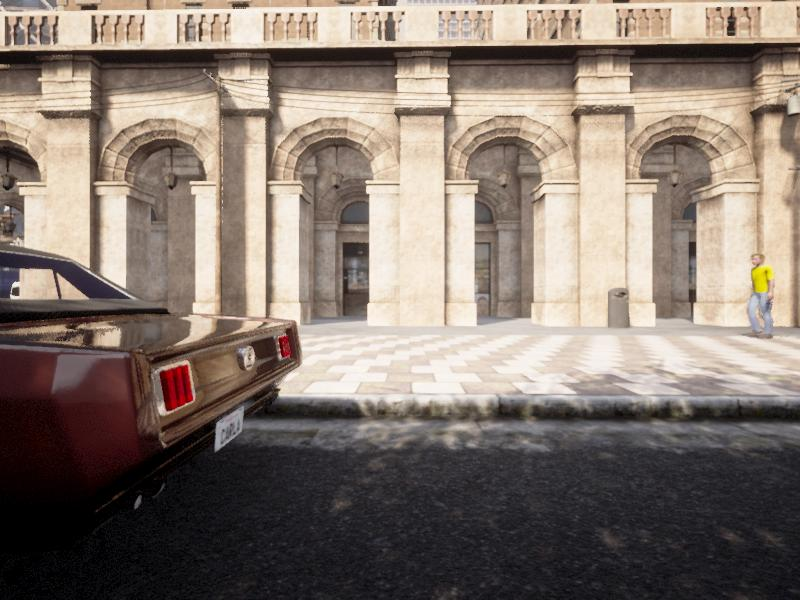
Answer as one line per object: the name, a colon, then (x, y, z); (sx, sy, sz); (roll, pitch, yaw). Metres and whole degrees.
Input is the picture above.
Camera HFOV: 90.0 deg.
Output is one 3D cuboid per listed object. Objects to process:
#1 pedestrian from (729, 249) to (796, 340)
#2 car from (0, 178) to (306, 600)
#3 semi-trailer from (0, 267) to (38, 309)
pedestrian: (7.721, -0.114, 8.557); (0.751, 1.860, 0.751); (0, 0, 2)
car: (-3.058, 0.338, 2.008); (4.718, 1.301, 1.895); (0, 0, 1)
semi-trailer: (-42.918, -1.225, 38.687); (2.717, 4.402, 14.254); (0, 0, 1)
